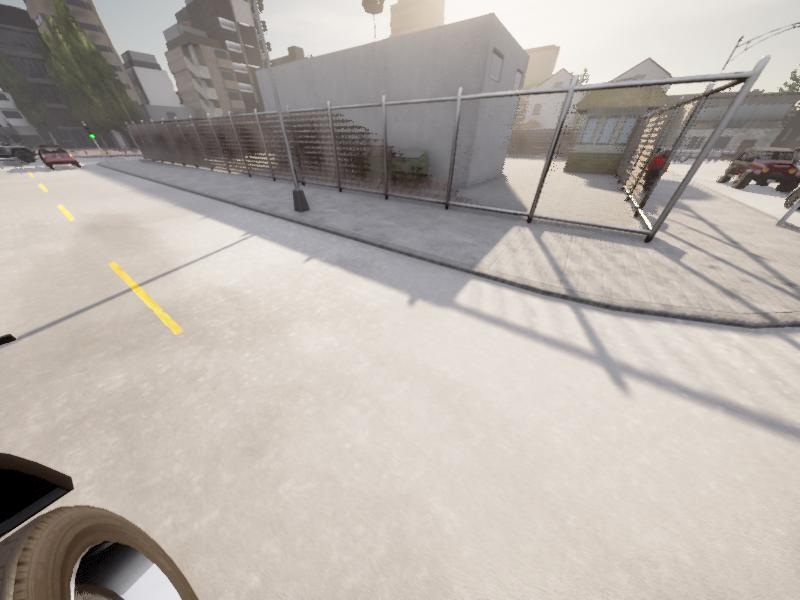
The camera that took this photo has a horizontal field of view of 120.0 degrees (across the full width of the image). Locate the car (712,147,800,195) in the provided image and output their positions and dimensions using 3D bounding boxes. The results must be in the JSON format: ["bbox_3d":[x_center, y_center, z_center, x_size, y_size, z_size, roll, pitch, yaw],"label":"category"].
[{"bbox_3d":[19.802,-7.188,12.617,1.905,1.878,3.866,22,40,28],"label":"car"}]

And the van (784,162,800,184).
[{"bbox_3d":[24.923,-7.372,12.829,1.775,1.987,4.442,22,41,28],"label":"van"}]

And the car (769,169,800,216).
[{"bbox_3d":[15.219,-3.302,7.297,2.033,1.649,4.856,22,40,28],"label":"car"}]

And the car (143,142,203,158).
[{"bbox_3d":[-30.084,-20.138,30.868,1.930,1.638,5.238,22,41,28],"label":"car"}]

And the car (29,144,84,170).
[{"bbox_3d":[-29.438,-12.319,19.801,3.988,1.617,1.851,23,41,29],"label":"car"}]

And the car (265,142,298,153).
[{"bbox_3d":[-21.062,-27.281,41.242,1.812,1.442,4.674,22,41,28],"label":"car"}]

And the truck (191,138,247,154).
[{"bbox_3d":[-29.069,-25.027,37.417,2.390,2.098,6.274,22,41,28],"label":"truck"}]

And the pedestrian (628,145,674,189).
[{"bbox_3d":[12.600,-6.708,11.672,0.751,1.860,0.751,22,40,27],"label":"pedestrian"}]

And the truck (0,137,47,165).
[{"bbox_3d":[-38.181,-13.510,21.004,2.390,2.098,6.274,22,40,28],"label":"truck"}]

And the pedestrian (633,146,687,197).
[{"bbox_3d":[11.290,-5.627,10.128,0.751,1.860,0.751,22,41,28],"label":"pedestrian"}]

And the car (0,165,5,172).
[{"bbox_3d":[-32.522,-10.585,17.435,4.193,1.474,1.816,18,39,23],"label":"car"}]
